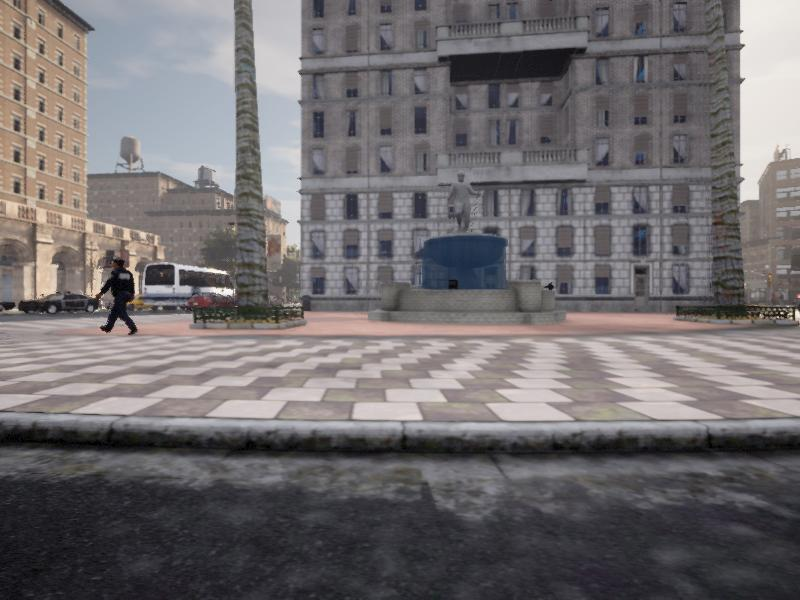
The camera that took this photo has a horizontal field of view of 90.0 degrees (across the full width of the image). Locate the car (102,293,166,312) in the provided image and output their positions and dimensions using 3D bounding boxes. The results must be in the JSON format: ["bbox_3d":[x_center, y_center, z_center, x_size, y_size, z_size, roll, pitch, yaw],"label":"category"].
[{"bbox_3d":[-24.117,0.209,36.559,1.801,1.575,5.366,0,0,6],"label":"car"}]

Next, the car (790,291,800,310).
[{"bbox_3d":[41.249,0.069,39.498,1.905,1.878,3.866,0,0,7],"label":"car"}]

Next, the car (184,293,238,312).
[{"bbox_3d":[-17.089,0.190,36.438,2.152,1.651,5.027,0,0,6],"label":"car"}]

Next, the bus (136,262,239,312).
[{"bbox_3d":[-20.394,-1.125,39.568,3.944,4.253,10.273,0,0,6],"label":"bus"}]

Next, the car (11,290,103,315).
[{"bbox_3d":[-24.884,0.176,29.356,1.930,1.638,5.238,0,0,6],"label":"car"}]

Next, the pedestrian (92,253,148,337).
[{"bbox_3d":[-6.532,-0.113,9.357,0.751,1.860,0.751,0,0,10],"label":"pedestrian"}]

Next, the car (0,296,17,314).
[{"bbox_3d":[-28.711,0.347,26.466,1.895,1.301,4.718,0,0,6],"label":"car"}]

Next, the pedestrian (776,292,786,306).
[{"bbox_3d":[51.586,-0.084,54.151,0.751,1.860,0.751,0,0,-8],"label":"pedestrian"}]

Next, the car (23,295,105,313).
[{"bbox_3d":[-27.949,0.300,33.622,2.033,1.411,5.357,0,0,6],"label":"car"}]

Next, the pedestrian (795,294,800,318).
[{"bbox_3d":[18.573,0.276,18.422,0.500,1.100,0.500,0,0,36],"label":"pedestrian"}]

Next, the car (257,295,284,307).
[{"bbox_3d":[-18.646,0.173,57.786,2.242,1.667,4.611,0,0,3],"label":"car"}]

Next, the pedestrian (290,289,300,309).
[{"bbox_3d":[-9.889,-0.104,37.802,0.751,1.860,0.751,0,0,-1],"label":"pedestrian"}]
